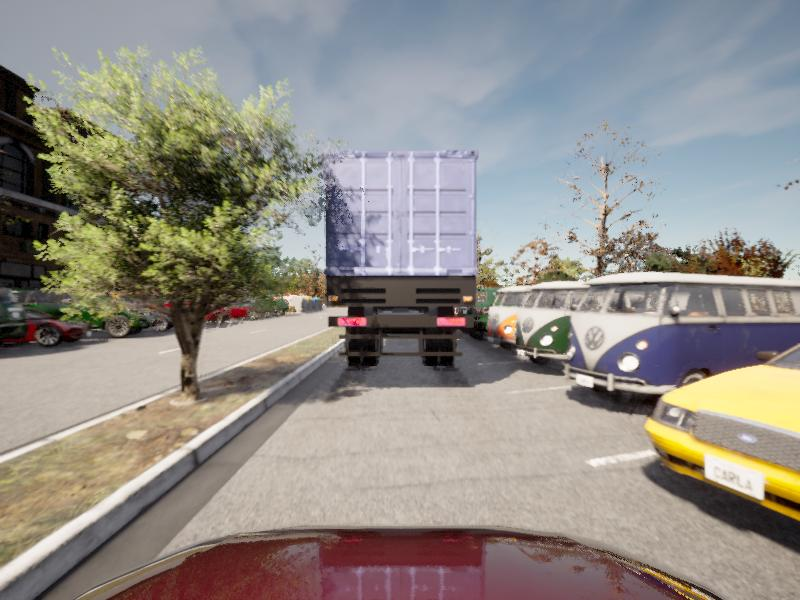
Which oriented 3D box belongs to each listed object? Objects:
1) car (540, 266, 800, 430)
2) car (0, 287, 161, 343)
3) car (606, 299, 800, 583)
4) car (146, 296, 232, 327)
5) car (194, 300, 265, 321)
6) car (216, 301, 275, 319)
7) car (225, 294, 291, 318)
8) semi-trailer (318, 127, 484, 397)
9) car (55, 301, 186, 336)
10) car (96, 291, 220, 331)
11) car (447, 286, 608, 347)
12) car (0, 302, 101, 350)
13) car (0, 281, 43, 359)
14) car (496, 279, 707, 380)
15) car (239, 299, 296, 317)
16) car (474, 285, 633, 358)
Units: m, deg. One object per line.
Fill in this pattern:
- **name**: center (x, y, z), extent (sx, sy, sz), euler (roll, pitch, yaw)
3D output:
- **car**: center (4.728, 0.600, 6.466), extent (4.442, 1.987, 1.878), euler (1, 0, -20)
- **car**: center (-13.310, 0.553, 16.447), extent (5.566, 2.045, 2.435), euler (-1, 0, -20)
- **car**: center (4.652, 0.823, 3.468), extent (5.366, 1.575, 1.946), euler (1, 0, -20)
- **car**: center (-13.267, 0.678, 25.457), extent (4.553, 1.767, 2.185), euler (-1, 0, -20)
- **car**: center (-13.264, 0.803, 31.476), extent (5.008, 1.535, 2.097), euler (-1, 0, -20)
- **car**: center (-13.240, 0.839, 34.501), extent (4.674, 1.452, 2.002), euler (-1, 0, -20)
- **car**: center (-13.246, 0.539, 37.502), extent (5.566, 2.045, 2.435), euler (-1, 0, -20)
- **semi-trailer**: center (0.025, -0.625, 13.660), extent (2.717, 4.402, 14.254), euler (0, 0, 0)
- **car**: center (-13.296, 0.833, 19.451), extent (4.792, 1.488, 2.163), euler (-1, 0, -20)
- **car**: center (-13.290, 0.552, 22.461), extent (5.566, 2.045, 2.435), euler (-1, 0, -20)
- **car**: center (4.879, 0.574, 15.452), extent (5.566, 2.045, 2.435), euler (1, 0, -20)
- **car**: center (-13.313, 0.834, 13.439), extent (4.792, 1.488, 2.163), euler (-1, 0, -20)
- **car**: center (-13.376, 0.554, 10.406), extent (5.566, 2.045, 2.435), euler (-1, 0, -20)
- **car**: center (4.732, 0.599, 9.444), extent (4.442, 1.987, 1.878), euler (1, 0, -20)
- **car**: center (-13.374, 0.775, 40.477), extent (5.366, 1.575, 1.946), euler (-1, 1, -20)
- **car**: center (4.736, 0.598, 12.421), extent (4.442, 1.987, 1.878), euler (1, 0, -20)
